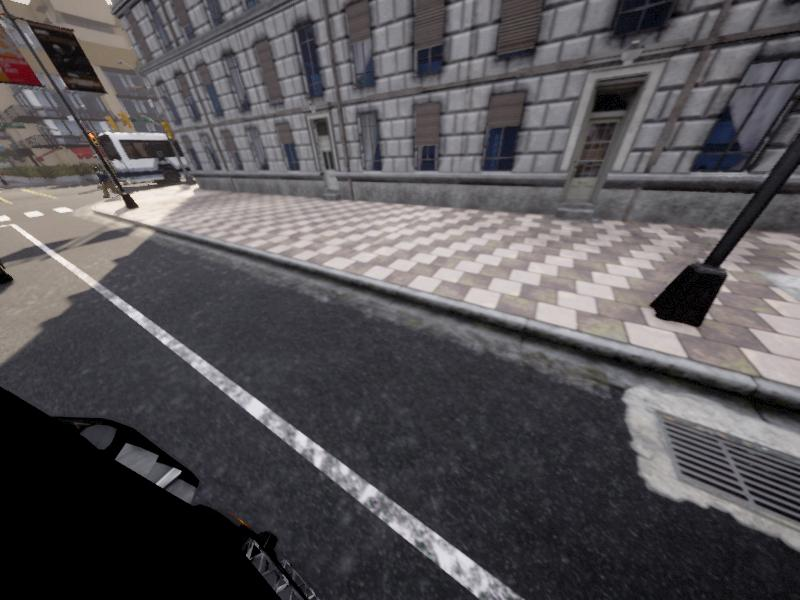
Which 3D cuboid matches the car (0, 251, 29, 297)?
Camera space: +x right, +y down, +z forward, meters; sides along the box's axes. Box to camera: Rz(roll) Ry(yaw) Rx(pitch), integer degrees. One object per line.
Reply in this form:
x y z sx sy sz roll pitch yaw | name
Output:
-10.601 -1.017 4.828 4.856 1.649 2.033 16 38 26 | car

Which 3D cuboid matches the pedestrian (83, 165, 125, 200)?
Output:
-18.281 -7.270 14.327 0.751 1.860 0.751 19 39 30 | pedestrian

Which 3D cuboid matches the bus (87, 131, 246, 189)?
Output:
-23.134 -14.867 24.326 3.944 4.253 10.273 13 37 23 | bus
